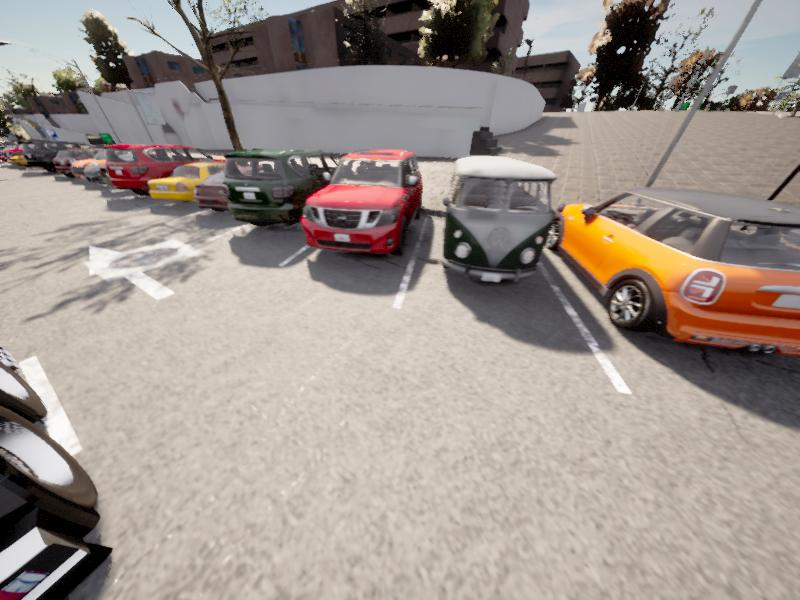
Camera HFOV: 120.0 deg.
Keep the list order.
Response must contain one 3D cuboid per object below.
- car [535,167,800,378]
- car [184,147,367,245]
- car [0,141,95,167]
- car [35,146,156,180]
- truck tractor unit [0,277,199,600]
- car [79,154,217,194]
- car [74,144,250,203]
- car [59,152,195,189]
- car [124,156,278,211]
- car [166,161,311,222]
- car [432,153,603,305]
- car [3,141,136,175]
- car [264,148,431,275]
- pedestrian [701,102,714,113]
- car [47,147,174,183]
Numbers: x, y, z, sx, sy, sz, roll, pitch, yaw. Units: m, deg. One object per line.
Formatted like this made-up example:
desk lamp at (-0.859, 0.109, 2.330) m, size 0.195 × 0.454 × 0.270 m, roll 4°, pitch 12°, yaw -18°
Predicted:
car at (4.519, -1.139, 4.143) m, size 2.185 × 1.767 × 4.553 m, roll 7°, pitch 35°, yaw 9°
car at (-3.212, -3.965, 7.910) m, size 2.435 × 2.045 × 5.566 m, roll 6°, pitch 35°, yaw 9°
car at (-36.877, -15.269, 24.017) m, size 2.435 × 2.045 × 5.566 m, roll 6°, pitch 35°, yaw 8°
car at (-21.350, -9.973, 16.617) m, size 2.185 × 1.767 × 4.553 m, roll 6°, pitch 35°, yaw 8°
truck tractor unit at (-5.123, -0.291, 0.735) m, size 6.516 × 4.208 × 3.053 m, roll 18°, pitch 39°, yaw 23°
car at (-13.573, -7.257, 13.038) m, size 2.163 × 1.488 × 4.792 m, roll 6°, pitch 35°, yaw 8°
car at (-10.979, -6.611, 11.641) m, size 2.435 × 2.045 × 5.566 m, roll 6°, pitch 35°, yaw 8°
car at (-16.158, -8.142, 14.240) m, size 2.231 × 1.521 × 4.892 m, roll 7°, pitch 35°, yaw 8°
car at (-8.362, -5.613, 10.669) m, size 1.946 × 1.575 × 5.366 m, roll 6°, pitch 35°, yaw 8°
car at (-5.810, -4.591, 9.296) m, size 2.002 × 1.452 × 4.674 m, roll 6°, pitch 35°, yaw 8°
car at (1.936, -2.079, 5.292) m, size 1.878 × 1.987 × 4.442 m, roll 7°, pitch 35°, yaw 8°
car at (-26.523, -11.850, 19.080) m, size 2.435 × 2.045 × 5.566 m, roll 6°, pitch 35°, yaw 9°
car at (-0.627, -3.043, 6.609) m, size 2.435 × 2.045 × 5.566 m, roll 7°, pitch 35°, yaw 8°
pedestrian at (41.530, -25.993, 31.226) m, size 0.500 × 1.100 × 0.500 m, roll 23°, pitch 41°, yaw 26°
car at (-18.742, -9.135, 15.428) m, size 2.185 × 1.767 × 4.553 m, roll 6°, pitch 35°, yaw 8°
